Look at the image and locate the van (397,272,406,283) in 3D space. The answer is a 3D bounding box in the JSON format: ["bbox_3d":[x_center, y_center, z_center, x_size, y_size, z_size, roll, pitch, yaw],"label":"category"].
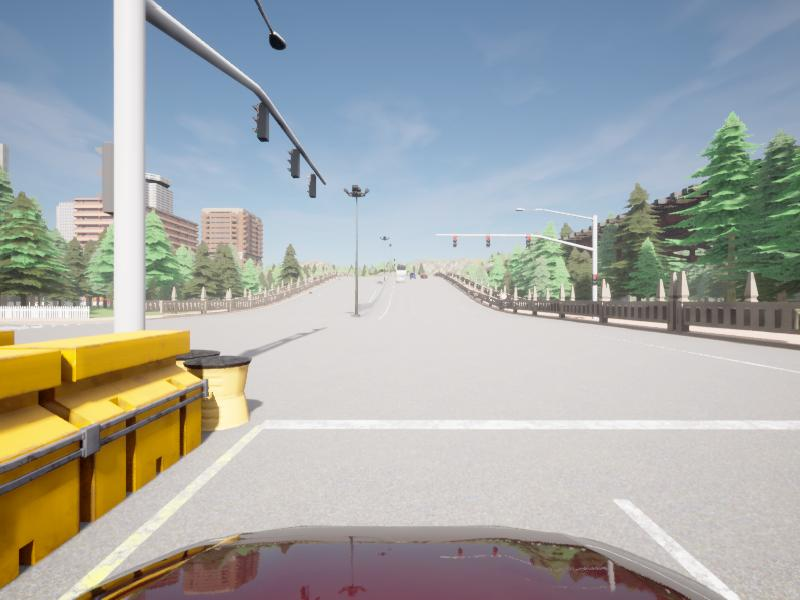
[{"bbox_3d":[0.325,-6.171,109.039,2.351,2.431,6.366,0,7,0],"label":"van"}]
